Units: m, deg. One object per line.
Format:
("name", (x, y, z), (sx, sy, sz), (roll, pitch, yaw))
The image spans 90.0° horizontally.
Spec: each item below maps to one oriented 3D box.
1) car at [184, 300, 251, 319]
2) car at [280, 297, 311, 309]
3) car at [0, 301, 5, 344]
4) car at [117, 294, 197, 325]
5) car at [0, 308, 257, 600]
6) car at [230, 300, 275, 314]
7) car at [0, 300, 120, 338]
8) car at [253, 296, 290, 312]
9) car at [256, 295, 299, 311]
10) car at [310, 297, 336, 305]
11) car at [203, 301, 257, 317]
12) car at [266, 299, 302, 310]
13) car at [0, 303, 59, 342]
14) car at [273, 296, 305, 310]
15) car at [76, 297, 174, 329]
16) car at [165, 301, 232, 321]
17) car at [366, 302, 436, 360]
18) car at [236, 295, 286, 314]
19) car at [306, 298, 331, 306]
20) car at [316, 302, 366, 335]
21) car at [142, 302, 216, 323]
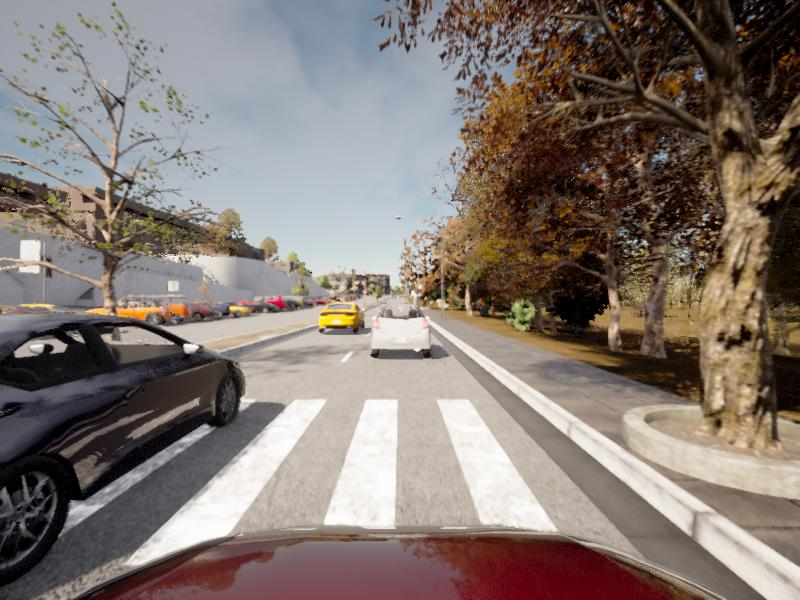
("car", (-16.612, 0.840, 36.723), (5.366, 1.575, 1.946), (-1, 0, -20))
("car", (-16.677, 0.444, 63.516), (4.553, 1.767, 2.185), (-1, 1, -20))
("car", (-16.682, 0.837, 12.846), (5.366, 1.575, 1.946), (-1, 0, -20))
("car", (-16.706, 0.647, 27.750), (4.442, 1.987, 1.878), (-1, 0, -20))
("car", (-2.992, 0.851, 3.721), (1.816, 1.474, 4.193), (0, 0, 0))
("car", (-16.754, 0.816, 45.608), (4.674, 1.452, 2.002), (-1, 1, -20))
("car", (-16.664, 0.855, 18.812), (5.366, 1.575, 1.946), (-1, 0, -20))
("car", (-16.635, 0.484, 51.619), (4.442, 1.987, 1.878), (-1, 0, -20))
("car", (-16.710, 0.425, 54.572), (5.566, 2.045, 2.435), (-1, 0, -20))
("car", (-16.806, 0.281, 87.437), (5.366, 1.575, 1.946), (-1, 1, -20))
("car", (-16.748, 0.857, 39.651), (4.792, 1.488, 2.163), (-1, 0, -20))
("car", (-16.717, 0.642, 57.544), (4.892, 1.521, 2.231), (-1, 1, -20))
("car", (-16.873, 0.881, 15.751), (4.792, 1.488, 2.163), (-1, 0, -20))
("car", (-16.826, 0.382, 60.480), (4.442, 1.987, 1.878), (-1, 1, -20))
("car", (-16.792, 0.746, 24.723), (4.553, 1.767, 2.185), (-1, 0, -20))
("car", (-16.820, 0.892, 33.655), (4.792, 1.488, 2.163), (-1, 0, -20))
("car", (0.030, 0.832, 12.391), (1.845, 1.501, 3.633), (0, 0, 0))
("car", (-16.779, 0.496, 48.576), (5.566, 2.045, 2.435), (-1, 1, -20))
("car", (-16.626, 0.384, 81.513), (4.792, 1.488, 2.163), (-1, 0, -20))
("car", (-2.950, 0.850, 21.042), (1.882, 1.535, 5.008), (0, 0, 0))
("car", (-16.797, 0.908, 30.683), (4.674, 1.452, 2.002), (-1, 0, -20))
